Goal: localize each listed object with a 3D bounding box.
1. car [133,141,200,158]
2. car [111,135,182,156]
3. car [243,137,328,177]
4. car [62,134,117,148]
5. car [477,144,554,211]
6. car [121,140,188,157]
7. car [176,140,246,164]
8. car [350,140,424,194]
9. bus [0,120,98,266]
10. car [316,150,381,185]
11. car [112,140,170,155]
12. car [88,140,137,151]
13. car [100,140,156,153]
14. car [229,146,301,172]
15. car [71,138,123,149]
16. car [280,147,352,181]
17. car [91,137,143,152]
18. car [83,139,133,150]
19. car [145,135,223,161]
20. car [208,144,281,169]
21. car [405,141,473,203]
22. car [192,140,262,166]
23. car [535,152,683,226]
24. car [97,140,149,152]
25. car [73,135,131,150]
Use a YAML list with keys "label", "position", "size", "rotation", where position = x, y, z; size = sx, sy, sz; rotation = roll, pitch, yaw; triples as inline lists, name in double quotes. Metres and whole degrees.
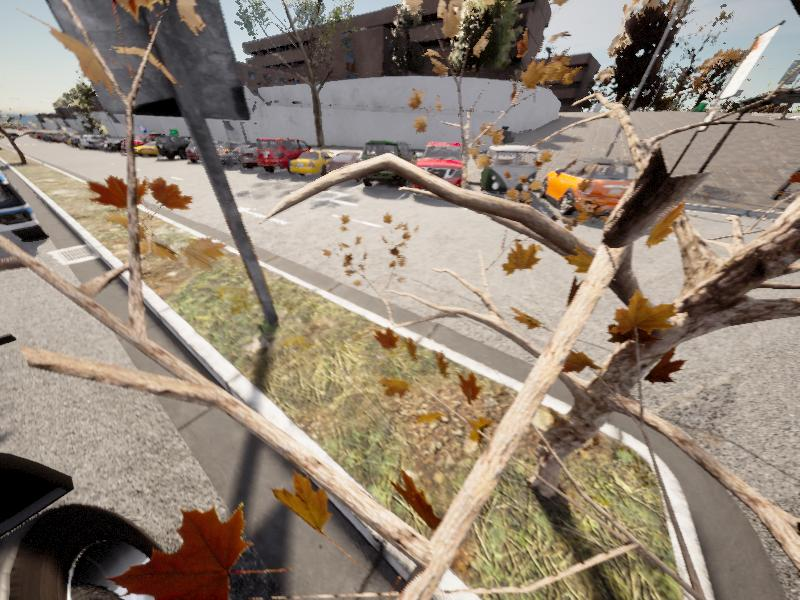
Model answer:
- label: "car"
  position: [-27.815, -18.257, 27.867]
  size: [1.946, 1.575, 5.366]
  rotation: [8, 35, 11]
- label: "car"
  position: [-32.846, -20.279, 30.259]
  size: [2.435, 2.045, 5.566]
  rotation: [9, 35, 11]
- label: "car"
  position: [-7.871, -10.546, 16.830]
  size: [2.435, 2.045, 5.566]
  rotation: [8, 35, 11]
- label: "car"
  position: [-60.328, -31.006, 45.098]
  size: [2.435, 2.045, 5.566]
  rotation: [9, 36, 10]
- label: "car"
  position: [4.569, -5.479, 9.958]
  size: [1.878, 1.987, 4.442]
  rotation: [9, 36, 11]
- label: "car"
  position: [-30.393, -19.021, 28.919]
  size: [1.946, 1.575, 5.366]
  rotation: [9, 35, 11]
- label: "car"
  position: [-17.876, -14.340, 22.228]
  size: [2.185, 1.767, 4.553]
  rotation: [8, 35, 11]
- label: "car"
  position: [-0.383, -7.579, 12.784]
  size: [2.435, 2.045, 5.566]
  rotation: [9, 35, 11]
- label: "bus"
  position: [-12.766, -3.850, 5.403]
  size: [10.273, 4.253, 3.944]
  rotation: [22, 40, 27]
- label: "car"
  position: [-2.891, -8.314, 14.277]
  size: [2.002, 1.452, 4.674]
  rotation: [9, 35, 11]
- label: "car"
  position: [-35.350, -21.015, 31.772]
  size: [2.163, 1.488, 4.792]
  rotation: [9, 35, 11]
- label: "car"
  position: [-47.831, -25.859, 38.574]
  size: [2.002, 1.452, 4.674]
  rotation: [9, 35, 11]
- label: "car"
  position: [-40.346, -22.983, 34.486]
  size: [2.097, 1.535, 5.008]
  rotation: [8, 35, 11]
- label: "car"
  position: [-10.374, -11.302, 18.334]
  size: [2.163, 1.488, 4.792]
  rotation: [8, 35, 11]
- label: "car"
  position: [-55.377, -28.739, 42.439]
  size: [1.946, 1.575, 5.366]
  rotation: [9, 36, 10]
- label: "car"
  position: [-5.340, -9.443, 15.753]
  size: [1.946, 1.575, 5.366]
  rotation: [9, 35, 11]
- label: "car"
  position: [-45.326, -25.043, 37.152]
  size: [2.185, 1.767, 4.553]
  rotation: [9, 35, 11]
- label: "car"
  position: [-50.335, -26.866, 39.940]
  size: [2.163, 1.488, 4.792]
  rotation: [8, 35, 11]
- label: "car"
  position: [-22.859, -16.431, 24.900]
  size: [2.435, 2.045, 5.566]
  rotation: [8, 35, 11]
- label: "car"
  position: [-12.867, -12.293, 19.641]
  size: [2.231, 1.521, 4.892]
  rotation: [9, 35, 10]
- label: "car"
  position: [2.105, -6.549, 11.379]
  size: [2.435, 2.045, 5.566]
  rotation: [9, 35, 11]
- label: "car"
  position: [-15.356, -13.394, 20.934]
  size: [2.185, 1.767, 4.553]
  rotation: [9, 35, 11]
- label: "car"
  position: [7.061, -4.432, 8.705]
  size: [2.185, 1.767, 4.553]
  rotation: [9, 36, 11]
- label: "car"
  position: [-42.838, -23.921, 35.870]
  size: [2.002, 1.452, 4.674]
  rotation: [9, 35, 11]
- label: "car"
  position: [-52.827, -28.075, 41.124]
  size: [2.435, 2.045, 5.566]
  rotation: [9, 35, 11]
